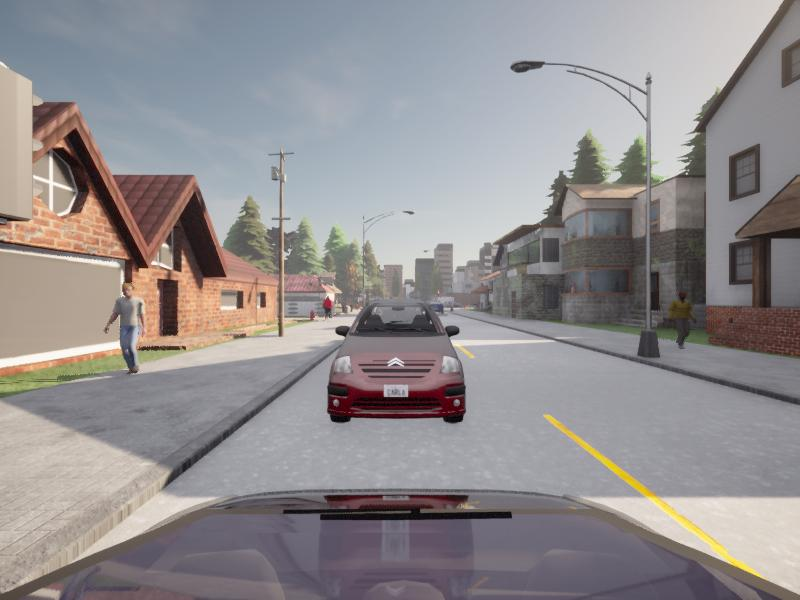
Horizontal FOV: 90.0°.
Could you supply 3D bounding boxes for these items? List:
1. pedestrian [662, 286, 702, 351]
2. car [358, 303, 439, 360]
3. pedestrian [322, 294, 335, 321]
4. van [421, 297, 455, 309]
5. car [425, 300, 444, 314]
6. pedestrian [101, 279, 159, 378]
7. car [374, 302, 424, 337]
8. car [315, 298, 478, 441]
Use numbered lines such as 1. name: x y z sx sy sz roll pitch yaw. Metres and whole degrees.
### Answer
1. pedestrian: 8.363 0.533 11.908 0.751 1.860 0.751 0 0 13
2. car: -0.034 0.851 13.091 2.163 1.488 4.792 0 0 0
3. pedestrian: -5.135 0.533 28.699 0.751 1.860 0.751 0 0 2
4. van: 7.589 0.593 80.069 6.366 2.431 2.351 0 0 -10
5. car: 3.980 0.823 46.915 1.882 1.535 5.008 0 0 0
6. pedestrian: -5.336 0.533 7.954 0.751 1.860 0.751 0 0 -14
7. car: -0.032 0.851 19.557 2.163 1.488 4.792 0 0 0
8. car: -0.037 0.788 6.528 1.851 1.617 3.988 0 0 0
